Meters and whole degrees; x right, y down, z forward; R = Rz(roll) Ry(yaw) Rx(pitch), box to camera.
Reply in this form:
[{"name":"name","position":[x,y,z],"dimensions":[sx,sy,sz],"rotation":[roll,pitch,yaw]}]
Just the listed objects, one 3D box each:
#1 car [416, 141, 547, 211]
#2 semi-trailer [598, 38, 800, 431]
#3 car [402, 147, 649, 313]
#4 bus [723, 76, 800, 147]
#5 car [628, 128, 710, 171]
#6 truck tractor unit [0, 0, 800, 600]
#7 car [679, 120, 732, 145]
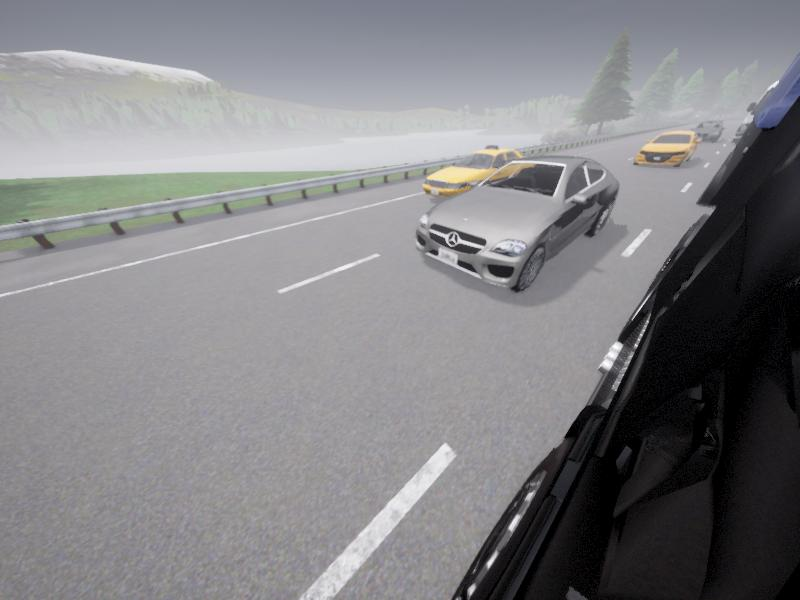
[{"name":"car","position":[3.199,-4.942,8.806],"dimensions":[5.366,1.575,1.801],"rotation":[-28,43,-30]},{"name":"semi-trailer","position":[8.700,-3.591,4.246],"dimensions":[14.254,4.402,2.717],"rotation":[-28,43,-30]},{"name":"car","position":[2.676,-1.961,4.784],"dimensions":[5.027,1.651,2.152],"rotation":[-28,43,-30]},{"name":"bus","position":[33.579,-16.620,20.360],"dimensions":[10.273,4.253,3.944],"rotation":[-29,44,-29]},{"name":"car","position":[14.953,-8.436,12.806],"dimensions":[5.008,1.535,1.882],"rotation":[-28,44,-30]},{"name":"truck tractor unit","position":[2.645,-0.295,0.351],"dimensions":[6.516,4.208,3.053],"rotation":[-28,44,-30]},{"name":"car","position":[28.817,-15.842,21.795],"dimensions":[4.611,1.667,2.242],"rotation":[-28,43,-30]}]
